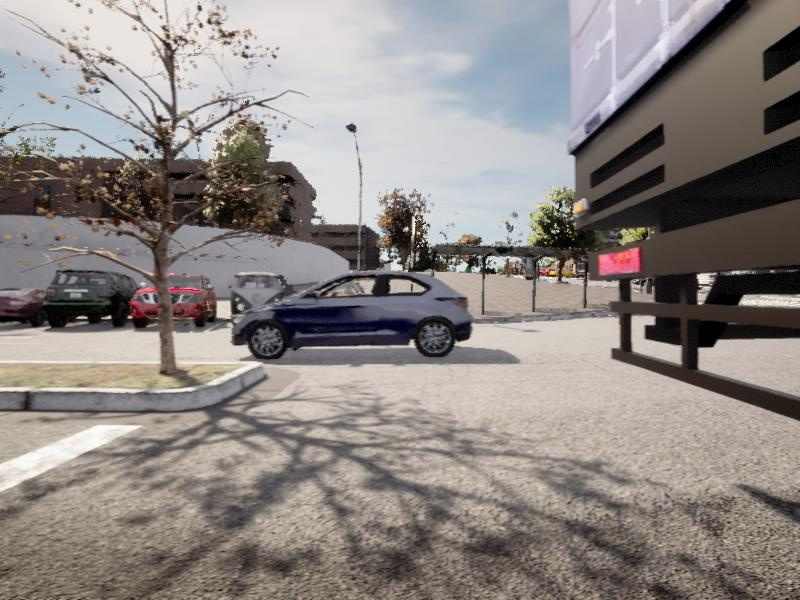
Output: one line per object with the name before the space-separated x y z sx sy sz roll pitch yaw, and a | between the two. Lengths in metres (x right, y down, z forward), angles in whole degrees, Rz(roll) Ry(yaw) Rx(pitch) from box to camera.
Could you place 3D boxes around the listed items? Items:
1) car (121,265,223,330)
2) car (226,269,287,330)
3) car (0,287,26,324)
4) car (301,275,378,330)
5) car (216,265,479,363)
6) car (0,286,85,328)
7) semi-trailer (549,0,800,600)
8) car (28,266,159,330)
car | -8.511 -0.020 15.594 2.435 2.045 5.566 1 -1 -19
car | -5.476 0.008 15.444 1.878 1.987 4.442 1 -1 -19
car | -17.608 0.220 15.940 1.946 1.575 5.366 0 -1 -19
car | -2.498 0.113 15.435 2.185 1.767 4.553 0 -1 -19
car | -0.833 0.230 7.306 4.193 1.474 1.816 -1 0 2
car | -14.543 0.264 15.716 2.002 1.452 4.674 0 -1 -19
semi-trailer | 8.116 -1.306 1.113 14.254 4.402 2.717 -1 1 3
car | -11.546 -0.024 15.702 2.435 2.045 5.566 0 -1 -19
